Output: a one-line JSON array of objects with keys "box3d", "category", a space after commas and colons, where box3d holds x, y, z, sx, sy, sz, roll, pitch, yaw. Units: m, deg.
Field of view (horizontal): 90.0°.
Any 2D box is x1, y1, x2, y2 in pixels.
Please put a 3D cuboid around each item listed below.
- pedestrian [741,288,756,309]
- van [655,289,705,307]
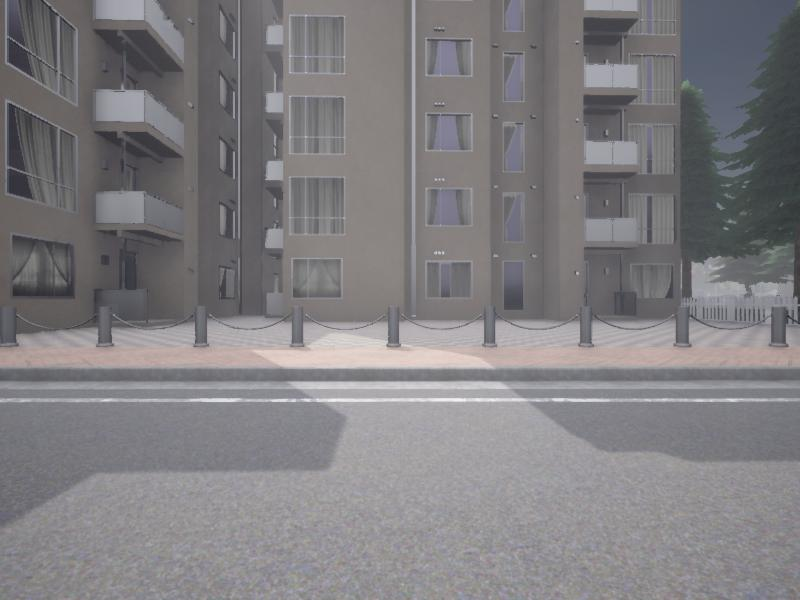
[{"box3d": [31.430, -0.100, 36.092, 0.751, 1.860, 0.751, 0, 0, -4], "category": "pedestrian"}, {"box3d": [40.085, -0.279, 57.327, 5.915, 2.561, 1.988, 0, 0, -1], "category": "van"}]
